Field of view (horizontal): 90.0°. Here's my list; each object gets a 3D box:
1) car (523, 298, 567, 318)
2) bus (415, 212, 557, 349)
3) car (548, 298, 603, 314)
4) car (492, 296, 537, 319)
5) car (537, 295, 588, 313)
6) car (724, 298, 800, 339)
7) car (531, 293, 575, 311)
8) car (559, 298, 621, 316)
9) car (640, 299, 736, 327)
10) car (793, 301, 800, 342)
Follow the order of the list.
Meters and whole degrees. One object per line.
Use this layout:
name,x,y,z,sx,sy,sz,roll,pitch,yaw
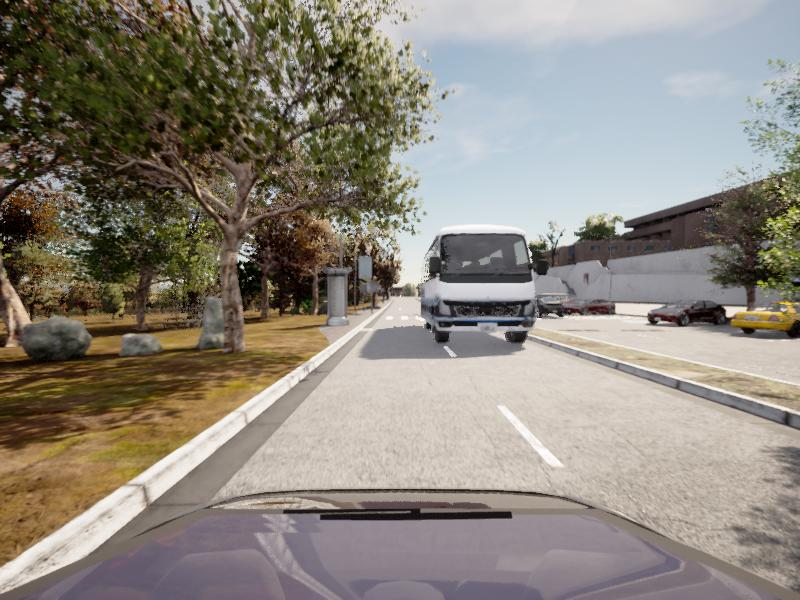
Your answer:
car,11.780,0.597,32.814,1.837,1.490,4.892,0,0,0
bus,2.857,-0.621,17.523,3.944,4.253,10.273,0,0,0
car,16.845,0.568,38.414,4.674,1.452,2.002,1,0,-20
car,8.772,0.528,31.135,2.242,1.667,4.611,0,1,0
car,16.824,0.370,41.384,4.553,1.767,2.185,1,0,-20
car,17.010,0.746,17.466,5.366,1.575,1.946,1,0,-20
car,16.965,0.240,44.418,4.442,1.987,1.878,1,0,-20
car,16.823,0.589,35.395,4.792,1.488,2.163,1,1,-20
car,16.816,0.716,23.390,4.792,1.488,2.163,1,1,-20
car,16.841,0.813,14.394,4.674,1.452,2.002,1,1,-20
